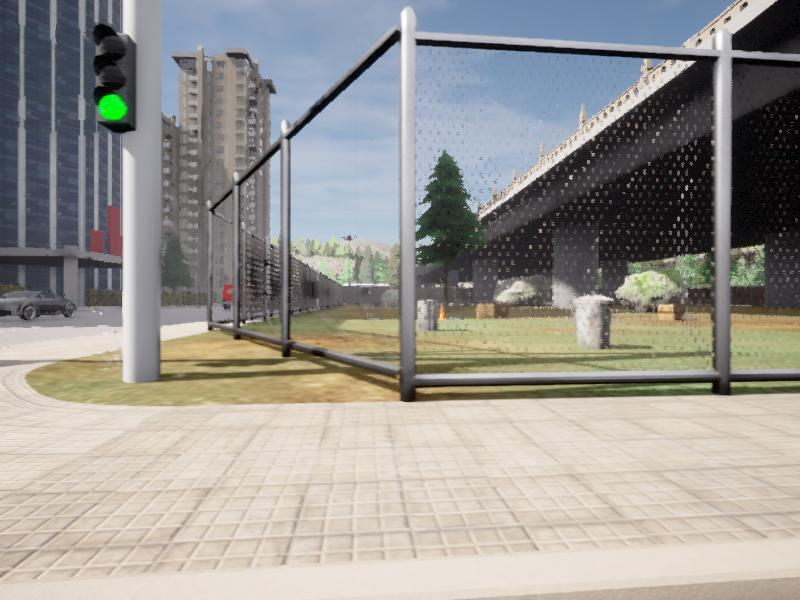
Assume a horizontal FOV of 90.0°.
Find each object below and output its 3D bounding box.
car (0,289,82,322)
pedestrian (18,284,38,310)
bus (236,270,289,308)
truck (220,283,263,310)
[{"bbox_3d":[-17.459,0.226,18.823,1.994,1.385,4.181,0,0,-6],"label":"car"},{"bbox_3d":[-26.716,-0.211,28.734,0.751,1.860,0.751,0,0,9],"label":"pedestrian"},{"bbox_3d":[-16.742,-1.213,49.723,3.944,4.253,10.273,0,0,-5],"label":"bus"},{"bbox_3d":[-15.792,-0.324,40.179,2.627,2.467,5.204,0,0,-5],"label":"truck"}]
